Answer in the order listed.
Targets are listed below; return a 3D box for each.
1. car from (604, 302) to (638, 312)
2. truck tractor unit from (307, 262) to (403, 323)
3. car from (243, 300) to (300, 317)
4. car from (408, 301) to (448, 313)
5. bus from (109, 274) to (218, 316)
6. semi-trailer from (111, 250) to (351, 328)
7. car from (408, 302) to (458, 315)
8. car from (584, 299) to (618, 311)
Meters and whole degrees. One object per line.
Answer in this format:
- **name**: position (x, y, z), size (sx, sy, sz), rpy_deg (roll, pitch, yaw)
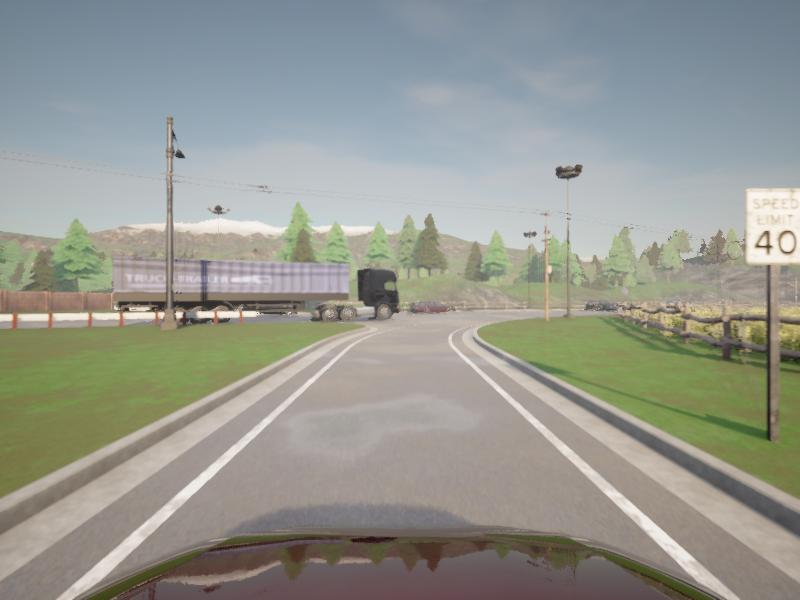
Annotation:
- **car**: position (30.007, 0.909, 54.248), size (4.181, 1.385, 1.994), rpy_deg (0, 0, -25)
- **truck tractor unit**: position (-3.406, -0.524, 30.394), size (6.516, 4.208, 3.053), rpy_deg (-1, 0, -26)
- **car**: position (-12.303, 0.823, 38.315), size (5.008, 1.535, 1.882), rpy_deg (1, 0, -25)
- **car**: position (3.460, 0.829, 49.556), size (4.514, 1.525, 2.007), rpy_deg (0, 0, -25)
- **bus**: position (-26.959, -0.539, 46.450), size (3.944, 4.253, 10.273), rpy_deg (2, 0, 28)
- **semi-trailer**: position (-10.549, -0.617, 26.995), size (14.254, 4.402, 2.717), rpy_deg (0, 0, -25)
- **car**: position (3.768, 0.895, 45.833), size (5.357, 1.411, 2.033), rpy_deg (0, 0, -25)
- **car**: position (28.938, 0.696, 57.613), size (4.553, 1.767, 2.097), rpy_deg (0, 0, -25)
